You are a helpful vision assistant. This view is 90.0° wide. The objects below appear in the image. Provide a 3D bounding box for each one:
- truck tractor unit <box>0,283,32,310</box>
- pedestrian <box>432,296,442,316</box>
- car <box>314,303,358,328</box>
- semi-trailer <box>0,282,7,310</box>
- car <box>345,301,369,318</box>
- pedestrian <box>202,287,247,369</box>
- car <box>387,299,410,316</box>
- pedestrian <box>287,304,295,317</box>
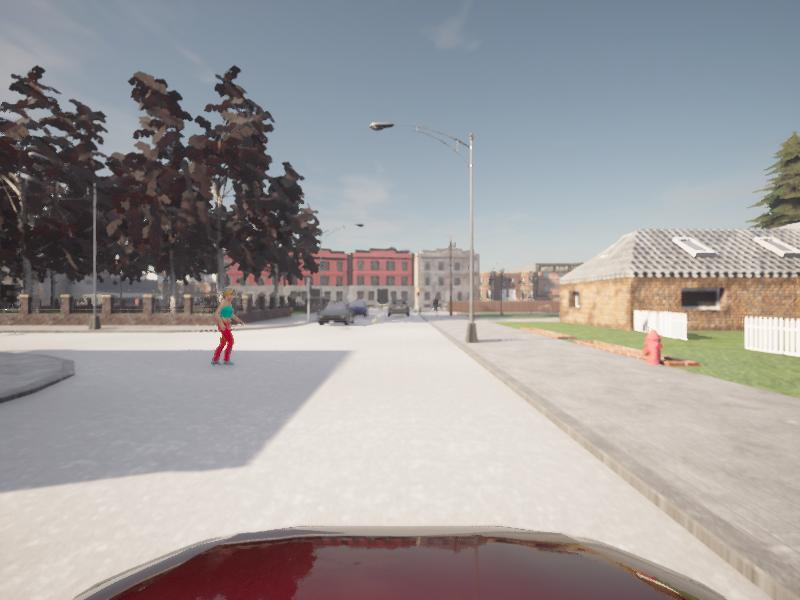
[{"bbox_3d":[-62.535,-0.501,62.991,6.516,4.208,3.053,0,0,1],"label":"truck tractor unit"},{"bbox_3d":[3.463,0.545,37.616,0.751,1.860,0.751,0,0,17],"label":"pedestrian"},{"bbox_3d":[-4.012,0.904,26.020,2.033,1.411,5.357,0,0,0],"label":"car"},{"bbox_3d":[-70.446,-0.595,63.023,14.254,4.402,2.717,0,0,0],"label":"semi-trailer"},{"bbox_3d":[-4.046,0.836,38.384,1.882,1.535,5.008,0,0,0],"label":"car"},{"bbox_3d":[-4.157,0.641,9.540,0.751,1.860,0.751,0,0,-1],"label":"pedestrian"},{"bbox_3d":[-0.091,0.772,41.782,2.242,1.667,4.611,0,0,1],"label":"car"},{"bbox_3d":[-9.258,0.926,34.021,0.500,1.100,0.500,0,0,-1],"label":"pedestrian"}]
